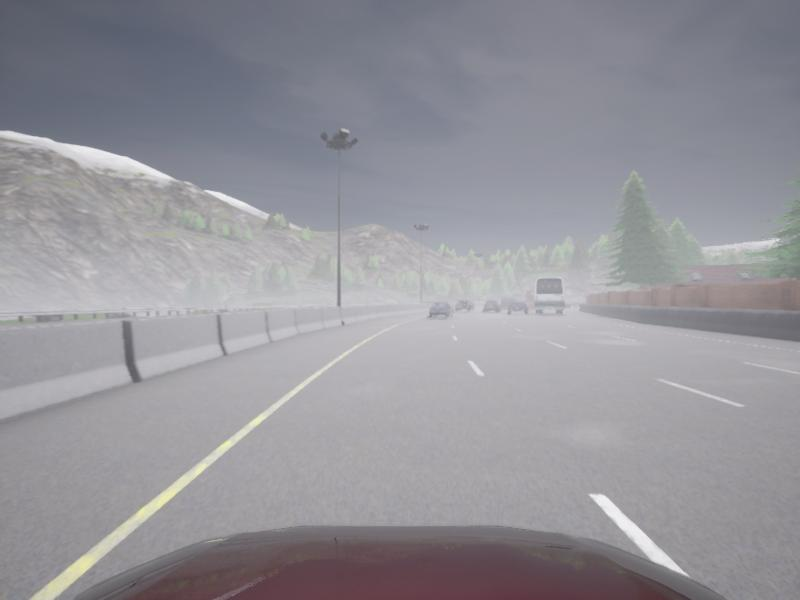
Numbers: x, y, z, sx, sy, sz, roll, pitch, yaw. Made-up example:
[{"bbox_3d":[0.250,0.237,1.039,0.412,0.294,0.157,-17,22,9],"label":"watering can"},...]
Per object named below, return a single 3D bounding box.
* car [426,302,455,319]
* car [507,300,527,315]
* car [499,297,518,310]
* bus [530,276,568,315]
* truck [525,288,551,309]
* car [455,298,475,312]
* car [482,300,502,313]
[{"bbox_3d":[3.873,0.903,37.260,2.033,1.411,5.357,0,0,13],"label":"car"},{"bbox_3d":[13.920,0.807,47.345,2.152,1.651,5.027,0,0,17],"label":"car"},{"bbox_3d":[18.680,0.607,68.723,2.150,2.045,5.566,0,0,26],"label":"car"},{"bbox_3d":[18.105,-0.501,49.307,3.944,4.253,10.273,0,0,19],"label":"bus"},{"bbox_3d":[26.177,-0.277,75.408,2.891,3.827,8.468,0,0,31],"label":"truck"},{"bbox_3d":[8.872,0.672,54.349,1.932,1.855,4.605,0,0,19],"label":"car"},{"bbox_3d":[12.436,0.802,53.903,2.033,1.649,4.856,0,0,21],"label":"car"}]
